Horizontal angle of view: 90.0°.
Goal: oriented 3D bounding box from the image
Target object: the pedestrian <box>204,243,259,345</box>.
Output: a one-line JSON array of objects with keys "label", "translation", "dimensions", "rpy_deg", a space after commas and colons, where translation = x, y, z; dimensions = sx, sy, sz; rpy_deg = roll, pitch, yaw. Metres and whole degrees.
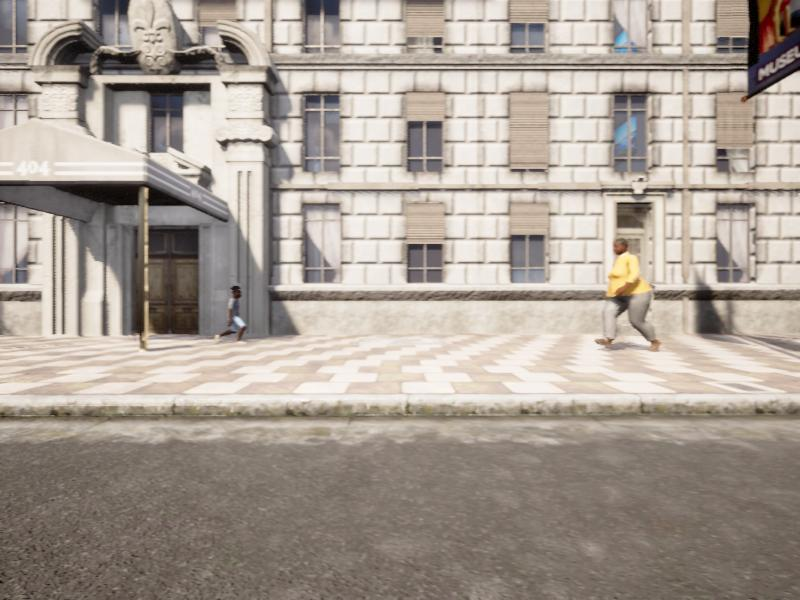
[{"label": "pedestrian", "translation": [-3.217, -0.111, 7.699], "dimensions": [0.751, 1.860, 0.751], "rpy_deg": [0, 0, -2]}]

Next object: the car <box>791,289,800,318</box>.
[{"label": "car", "translation": [22.259, 0.199, 19.490], "dimensions": [2.007, 1.525, 4.514], "rpy_deg": [0, 0, 0]}]

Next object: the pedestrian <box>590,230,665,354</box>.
[{"label": "pedestrian", "translation": [3.596, -0.120, 6.378], "dimensions": [0.751, 1.860, 0.751], "rpy_deg": [0, 0, -2]}]

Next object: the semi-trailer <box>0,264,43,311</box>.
[{"label": "semi-trailer", "translation": [-38.440, -1.167, 34.347], "dimensions": [2.717, 4.402, 14.254], "rpy_deg": [0, 0, 0]}]
